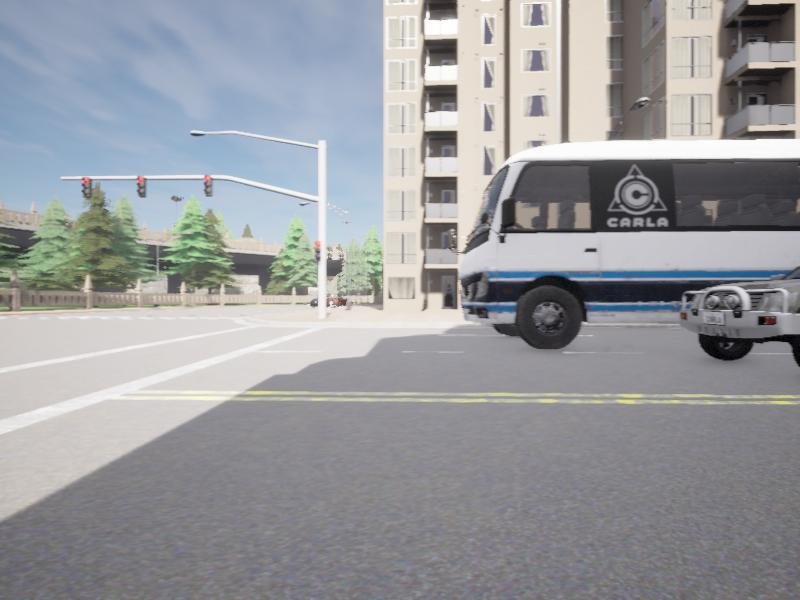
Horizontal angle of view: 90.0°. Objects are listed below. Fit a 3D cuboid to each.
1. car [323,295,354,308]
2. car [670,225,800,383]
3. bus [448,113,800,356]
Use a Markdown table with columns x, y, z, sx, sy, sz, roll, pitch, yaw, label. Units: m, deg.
| x | y | z | sx | sy | sz | roll | pitch | yaw | label |
| --- | --- | --- | --- | --- | --- | --- | --- | --- | --- |
| -6.951 | 0.181 | 45.769 | 1.816 | 1.474 | 4.193 | 0 | 0 | 19 | car |
| 6.758 | 0.047 | 5.601 | 4.605 | 1.855 | 1.932 | 0 | 0 | 2 | car |
| 6.396 | -1.141 | 8.993 | 10.273 | 4.253 | 3.944 | 0 | 0 | 2 | bus |
